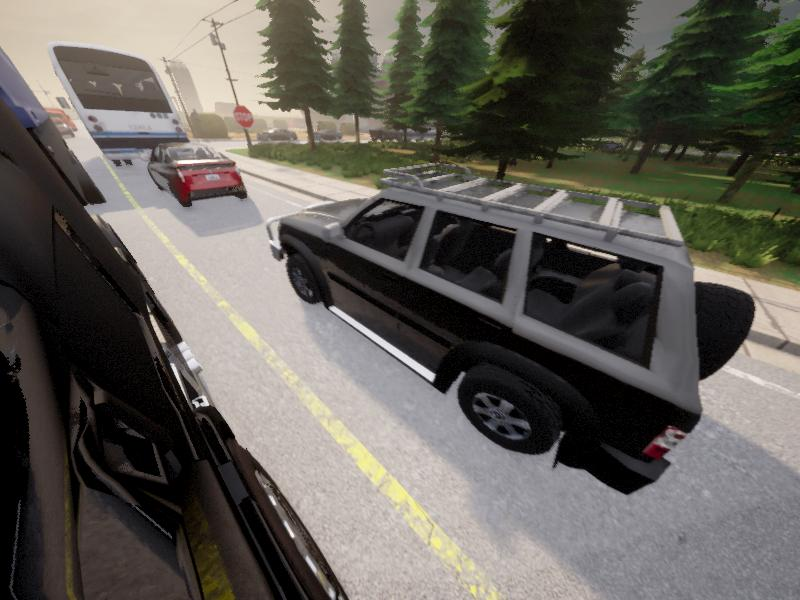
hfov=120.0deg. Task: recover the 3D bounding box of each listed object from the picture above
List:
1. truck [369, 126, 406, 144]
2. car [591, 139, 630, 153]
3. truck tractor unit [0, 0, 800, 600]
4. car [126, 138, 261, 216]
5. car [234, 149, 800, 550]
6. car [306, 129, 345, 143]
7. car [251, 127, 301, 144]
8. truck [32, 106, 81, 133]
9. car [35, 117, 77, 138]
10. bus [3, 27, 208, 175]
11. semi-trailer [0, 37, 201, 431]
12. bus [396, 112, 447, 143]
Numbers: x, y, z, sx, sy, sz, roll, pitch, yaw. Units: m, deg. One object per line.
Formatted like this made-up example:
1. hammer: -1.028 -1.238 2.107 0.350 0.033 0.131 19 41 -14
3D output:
1. truck: -1.977 -26.866 37.604 2.390 2.098 6.274 28 44 29
2. car: 37.590 -27.596 41.330 4.856 1.649 2.033 27 43 29
3. truck tractor unit: -2.645 -0.295 0.351 6.516 4.208 3.053 28 44 30
4. car: -6.854 -4.280 7.645 4.514 1.525 2.007 30 45 31
5. car: 0.388 -0.465 2.722 4.605 1.855 1.932 28 44 30
6. car: -10.665 -23.842 33.537 2.128 1.511 4.902 28 44 29
7. car: -15.321 -20.566 28.891 2.128 1.511 4.902 28 44 29
8. truck: -45.317 -23.859 30.545 5.204 2.467 2.627 31 45 30
9. car: -36.082 -18.185 24.320 3.988 1.617 1.851 30 45 31
10. bus: -15.324 -10.102 12.610 10.273 4.253 3.944 30 45 32
11. semi-trailer: -8.667 -3.627 4.257 14.254 4.402 2.717 29 44 30
12. bus: 4.099 -32.087 43.134 3.944 4.253 10.273 28 44 29
